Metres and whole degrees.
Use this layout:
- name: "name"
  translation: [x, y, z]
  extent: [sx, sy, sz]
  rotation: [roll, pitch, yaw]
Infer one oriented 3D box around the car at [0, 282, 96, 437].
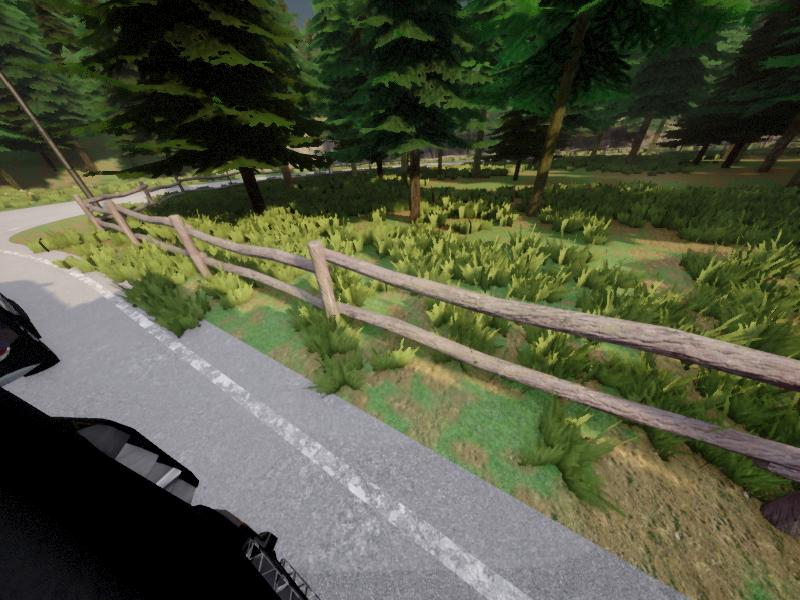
- name: "car"
  translation: [-6.247, 0.281, 2.536]
  extent: [4.856, 1.649, 2.033]
  rotation: [14, 37, 24]
